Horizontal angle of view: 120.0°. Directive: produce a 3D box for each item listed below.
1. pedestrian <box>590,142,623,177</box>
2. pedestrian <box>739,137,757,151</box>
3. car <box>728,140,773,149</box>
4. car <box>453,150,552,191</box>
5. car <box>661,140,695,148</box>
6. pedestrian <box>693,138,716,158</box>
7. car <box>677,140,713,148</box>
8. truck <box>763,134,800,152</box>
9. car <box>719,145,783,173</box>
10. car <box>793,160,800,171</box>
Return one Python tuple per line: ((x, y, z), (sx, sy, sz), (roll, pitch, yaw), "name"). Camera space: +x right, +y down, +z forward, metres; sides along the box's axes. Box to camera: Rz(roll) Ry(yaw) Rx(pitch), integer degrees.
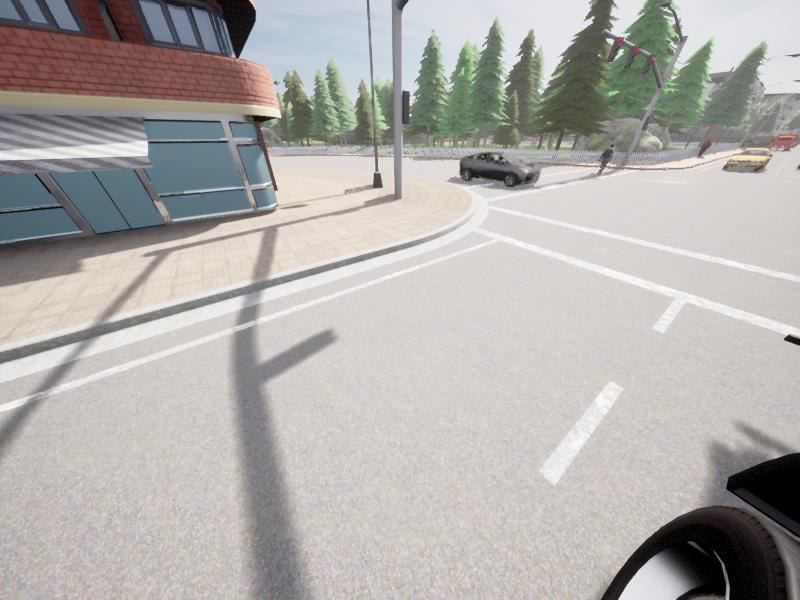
((13.370, -9.106, 15.012), (0.751, 1.860, 0.751), (-20, 40, -26), "pedestrian")
((58.912, -26.443, 39.123), (0.751, 1.860, 0.751), (24, 42, 31), "pedestrian")
((74.177, -33.024, 48.976), (1.837, 1.490, 4.892), (-6, 36, -8), "car")
((5.493, -7.458, 13.044), (2.007, 1.525, 4.514), (-25, 42, -31), "car")
((70.955, -40.013, 59.063), (2.152, 1.651, 5.027), (-21, 40, -27), "car")
((34.596, -17.267, 26.267), (0.751, 1.860, 0.751), (-22, 41, -28), "pedestrian")
((70.087, -37.183, 54.909), (1.837, 1.490, 4.892), (-21, 40, -27), "car")
((66.674, -27.426, 40.239), (5.204, 2.467, 2.627), (-22, 41, -28), "truck")
((27.846, -11.245, 18.314), (5.366, 1.575, 1.801), (-21, 40, -27), "car")
((33.612, -11.120, 18.182), (4.792, 1.488, 2.163), (-22, 41, -28), "car")
